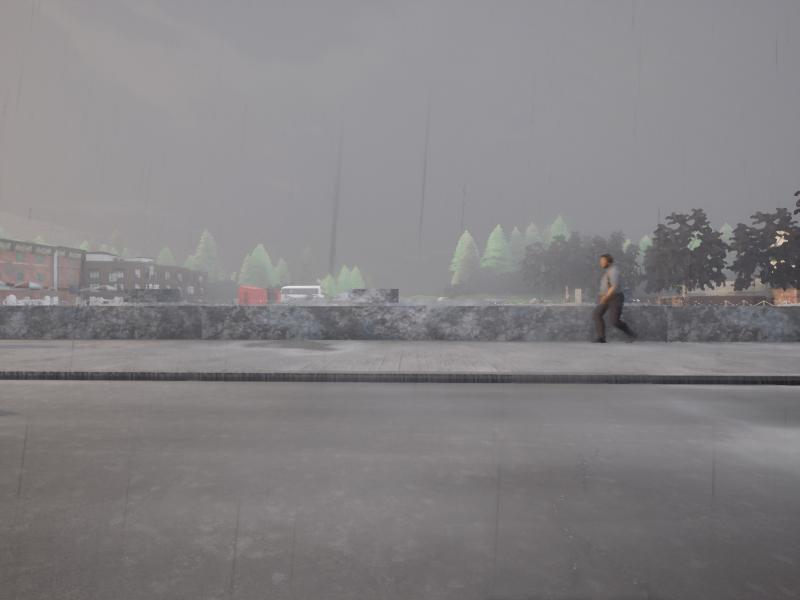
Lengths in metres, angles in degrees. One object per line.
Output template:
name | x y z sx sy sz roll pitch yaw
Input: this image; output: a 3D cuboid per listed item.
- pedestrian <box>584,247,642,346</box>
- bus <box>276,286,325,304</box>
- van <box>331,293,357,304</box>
pedestrian | 4.158 -0.067 7.857 0.751 1.860 0.751 0 0 1
bus | -23.233 -1.139 93.845 10.273 4.253 3.944 0 0 2
van | -13.113 -0.300 93.638 5.915 2.561 1.988 0 0 2
